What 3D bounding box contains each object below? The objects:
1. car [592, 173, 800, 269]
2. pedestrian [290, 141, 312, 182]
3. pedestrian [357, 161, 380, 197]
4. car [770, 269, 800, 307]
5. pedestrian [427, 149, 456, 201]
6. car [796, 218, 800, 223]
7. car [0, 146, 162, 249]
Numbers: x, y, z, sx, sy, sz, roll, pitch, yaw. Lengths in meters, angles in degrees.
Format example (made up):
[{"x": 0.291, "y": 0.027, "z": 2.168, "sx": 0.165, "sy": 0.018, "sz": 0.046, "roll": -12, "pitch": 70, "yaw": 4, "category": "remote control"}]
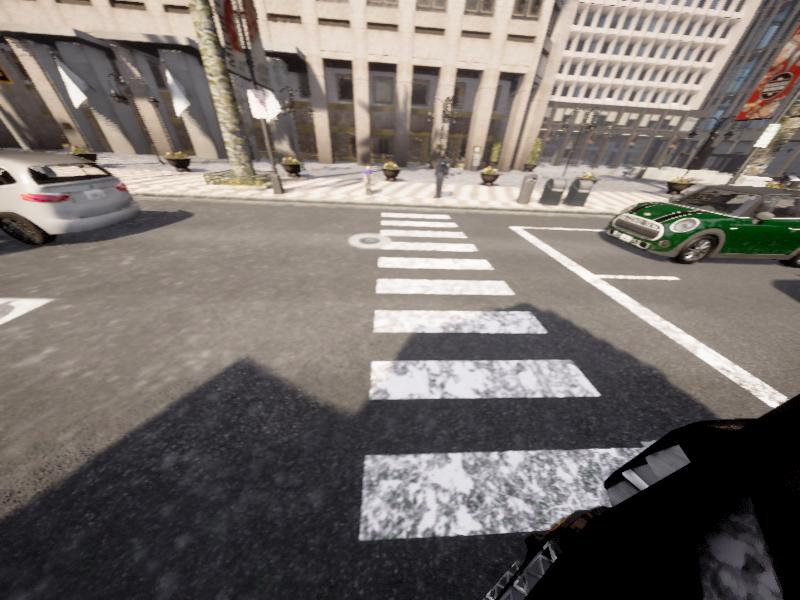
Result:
[{"x": 8.499, "y": -2.151, "z": 6.146, "sx": 4.553, "sy": 1.767, "sz": 2.097, "roll": 1, "pitch": 34, "yaw": -3, "category": "car"}, {"x": -5.417, "y": -7.628, "z": 12.738, "sx": 0.751, "sy": 1.860, "sz": 0.751, "roll": -5, "pitch": 35, "yaw": -12, "category": "pedestrian"}, {"x": -1.375, "y": -5.306, "z": 10.134, "sx": 0.751, "sy": 1.300, "sz": 0.751, "roll": -15, "pitch": 38, "yaw": -24, "category": "pedestrian"}, {"x": 9.785, "y": -0.112, "z": 3.348, "sx": 4.611, "sy": 1.667, "sz": 2.242, "roll": 1, "pitch": 34, "yaw": -3, "category": "car"}, {"x": 1.788, "y": -5.461, "z": 10.119, "sx": 0.751, "sy": 1.860, "sz": 0.751, "roll": 25, "pitch": 40, "yaw": 29, "category": "pedestrian"}, {"x": 20.782, "y": -3.563, "z": 9.510, "sx": 4.792, "sy": 1.488, "sz": 2.163, "roll": 1, "pitch": 34, "yaw": -3, "category": "car"}, {"x": -9.217, "y": -2.454, "z": 5.272, "sx": 4.611, "sy": 1.667, "sz": 2.242, "roll": 1, "pitch": 34, "yaw": -3, "category": "car"}]
